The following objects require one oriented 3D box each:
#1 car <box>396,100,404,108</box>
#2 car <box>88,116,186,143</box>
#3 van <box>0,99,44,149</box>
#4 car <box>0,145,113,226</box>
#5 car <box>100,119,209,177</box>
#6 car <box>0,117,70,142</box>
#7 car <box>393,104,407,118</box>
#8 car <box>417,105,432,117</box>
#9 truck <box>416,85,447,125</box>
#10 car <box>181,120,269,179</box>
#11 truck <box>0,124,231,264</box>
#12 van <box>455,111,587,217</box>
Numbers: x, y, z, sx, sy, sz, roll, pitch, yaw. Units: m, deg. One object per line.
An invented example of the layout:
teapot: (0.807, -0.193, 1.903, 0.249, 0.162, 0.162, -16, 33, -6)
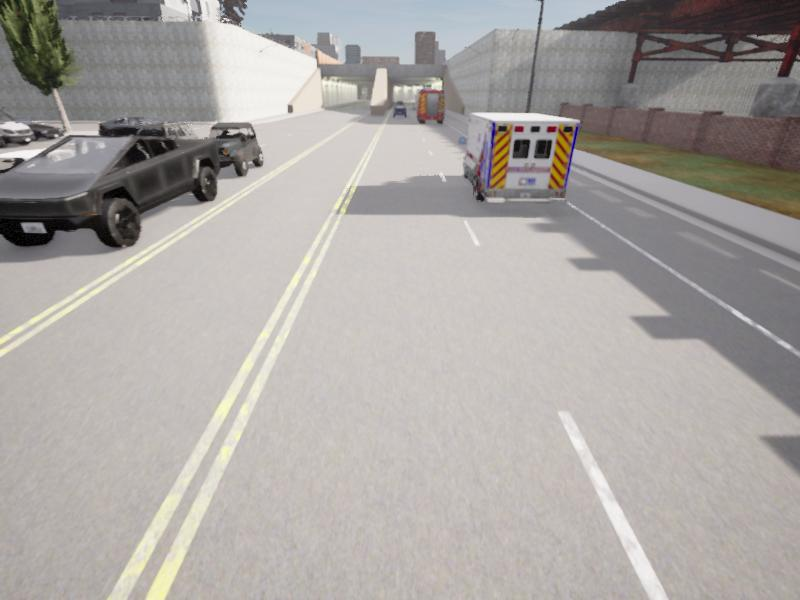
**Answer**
car: (-0.004, -44.603, 91.145, 1.882, 1.535, 5.008, 0, 27, 0)
car: (-17.527, -11.509, 26.937, 4.902, 1.511, 2.128, 0, 27, 0)
van: (-25.194, -10.377, 23.522, 5.915, 2.561, 1.988, 0, 27, -1)
car: (-10.552, -3.369, 11.333, 1.970, 1.475, 3.806, 0, 27, -1)
car: (-10.383, -6.768, 17.472, 1.932, 1.855, 4.605, -1, 27, -3)
car: (-25.917, -11.479, 26.890, 5.357, 1.411, 2.033, 0, 27, -1)
car: (-0.004, -27.360, 57.803, 1.882, 1.535, 5.008, 0, 27, 0)
car: (3.496, -27.523, 58.270, 1.812, 1.442, 4.674, 0, 27, 0)
truck: (3.507, -22.914, 46.770, 2.891, 3.827, 8.468, 0, 27, 0)
car: (-7.113, -6.391, 16.775, 1.905, 1.878, 3.866, 0, 27, -1)
truck: (-6.910, -3.103, 10.194, 2.390, 2.098, 6.274, 1, 27, 1)
van: (3.499, -4.867, 13.393, 2.351, 2.431, 6.366, 0, 27, 0)
